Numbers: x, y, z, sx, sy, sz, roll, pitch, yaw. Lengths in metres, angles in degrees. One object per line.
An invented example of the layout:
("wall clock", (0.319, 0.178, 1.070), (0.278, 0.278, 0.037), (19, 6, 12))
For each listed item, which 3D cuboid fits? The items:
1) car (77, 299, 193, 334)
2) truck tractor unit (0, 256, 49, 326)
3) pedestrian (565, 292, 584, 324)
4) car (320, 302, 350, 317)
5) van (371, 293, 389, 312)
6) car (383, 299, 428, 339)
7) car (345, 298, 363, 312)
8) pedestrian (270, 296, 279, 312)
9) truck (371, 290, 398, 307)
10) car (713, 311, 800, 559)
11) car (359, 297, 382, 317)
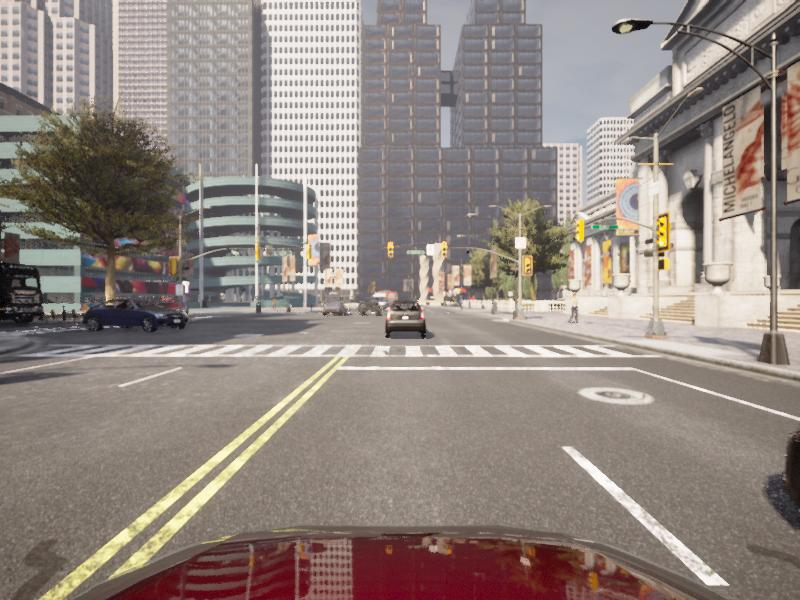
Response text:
("car", (-13.686, 0.779, 20.748), (5.027, 1.651, 2.152), (0, 0, 13))
("truck tractor unit", (-27.171, -0.525, 25.827), (6.516, 4.208, 3.053), (0, 0, 3))
("pedestrian", (10.468, 0.484, 23.998), (0.751, 1.860, 0.751), (0, 0, -8))
("car", (-6.438, 0.892, 40.033), (2.033, 1.411, 5.357), (0, 0, 1))
("van", (-2.722, 0.319, 55.612), (1.988, 2.561, 5.915), (0, 0, 1))
("car", (0.261, 0.787, 18.540), (1.851, 1.617, 3.988), (0, 0, 1))
("car", (-6.239, 0.650, 55.055), (1.932, 1.855, 4.605), (0, 0, 1))
("pedestrian", (-15.347, 0.482, 48.876), (0.751, 1.860, 0.751), (0, 0, 16))
("truck", (-3.746, -0.329, 92.671), (2.891, 3.827, 8.468), (0, 0, -28))
("car", (3.505, 0.835, 0.691), (2.128, 1.511, 4.902), (0, 0, 1))
("car", (-2.931, 0.643, 40.301), (1.905, 1.878, 3.866), (0, 0, 1))
